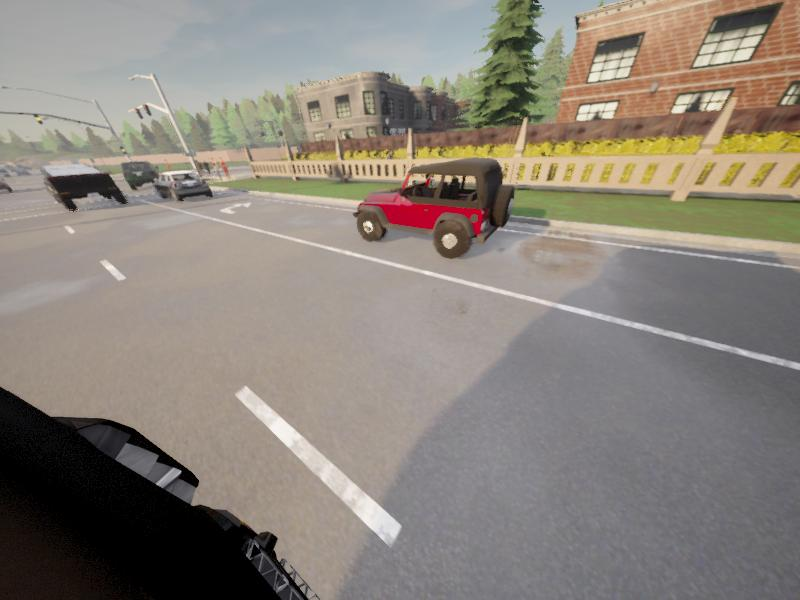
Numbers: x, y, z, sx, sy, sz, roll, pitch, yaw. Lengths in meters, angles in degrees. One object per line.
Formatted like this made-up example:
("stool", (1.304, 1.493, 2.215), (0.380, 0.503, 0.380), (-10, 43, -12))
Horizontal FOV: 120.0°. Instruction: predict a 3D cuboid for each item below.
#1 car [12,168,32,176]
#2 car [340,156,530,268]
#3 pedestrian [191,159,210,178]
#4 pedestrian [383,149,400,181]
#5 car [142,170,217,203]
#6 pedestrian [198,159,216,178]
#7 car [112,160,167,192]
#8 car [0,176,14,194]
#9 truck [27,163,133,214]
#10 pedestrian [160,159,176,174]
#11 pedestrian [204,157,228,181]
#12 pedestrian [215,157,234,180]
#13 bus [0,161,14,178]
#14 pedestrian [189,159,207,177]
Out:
("car", (-91.745, -31.041, 56.047), (5.357, 1.411, 2.033), (19, 39, 29))
("car", (0.728, -2.433, 5.820), (3.866, 1.878, 1.905), (19, 39, 29))
("pedestrian", (-23.256, -15.342, 26.942), (0.751, 1.860, 0.751), (18, 39, 28))
("pedestrian", (-0.579, -9.375, 16.029), (0.751, 1.860, 0.751), (19, 39, 29))
("car", (-13.542, -7.069, 14.210), (3.806, 1.475, 1.970), (19, 39, 29))
("pedestrian", (-22.231, -15.190, 26.638), (0.751, 1.860, 0.751), (20, 40, 31))
("car", (-22.744, -11.132, 20.472), (2.150, 2.045, 5.566), (-26, 40, -30))
("car", (-39.874, -11.250, 22.477), (4.674, 1.442, 1.812), (19, 39, 29))
("truck", (-18.762, -6.720, 13.519), (6.274, 2.098, 2.390), (19, 40, 29))
("pedestrian", (-32.910, -18.979, 32.841), (0.751, 1.860, 0.751), (21, 40, 31))
("pedestrian", (-16.833, -11.988, 21.162), (0.751, 1.860, 0.751), (11, 36, 20))
("pedestrian", (-16.416, -12.326, 21.637), (0.751, 1.860, 0.751), (-23, 39, -28))
("bus", (-93.085, -30.238, 52.374), (10.273, 4.253, 3.944), (19, 39, 29))
("pedestrian", (-24.390, -15.964, 27.960), (0.751, 1.860, 0.751), (19, 39, 29))
